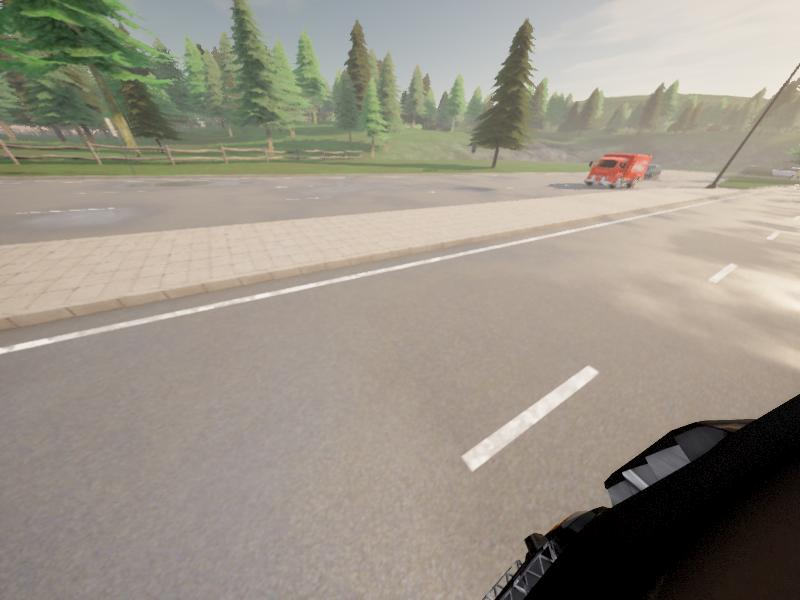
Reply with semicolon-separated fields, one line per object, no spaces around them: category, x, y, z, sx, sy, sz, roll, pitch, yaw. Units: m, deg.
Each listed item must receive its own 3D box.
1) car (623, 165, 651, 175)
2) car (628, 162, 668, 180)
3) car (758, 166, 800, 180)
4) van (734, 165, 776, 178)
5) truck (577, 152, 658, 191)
car;39.019;-21.426;37.998;4.718;1.301;1.895;-20;40;-31
car;32.833;-17.099;30.565;4.553;1.767;2.097;-18;39;-28
car;84.258;-27.993;50.767;2.150;2.045;5.566;-25;43;-35
van;78.190;-28.425;50.980;4.442;1.987;1.775;17;36;20
truck;18.158;-10.820;19.374;5.204;2.467;2.627;-16;38;-26
